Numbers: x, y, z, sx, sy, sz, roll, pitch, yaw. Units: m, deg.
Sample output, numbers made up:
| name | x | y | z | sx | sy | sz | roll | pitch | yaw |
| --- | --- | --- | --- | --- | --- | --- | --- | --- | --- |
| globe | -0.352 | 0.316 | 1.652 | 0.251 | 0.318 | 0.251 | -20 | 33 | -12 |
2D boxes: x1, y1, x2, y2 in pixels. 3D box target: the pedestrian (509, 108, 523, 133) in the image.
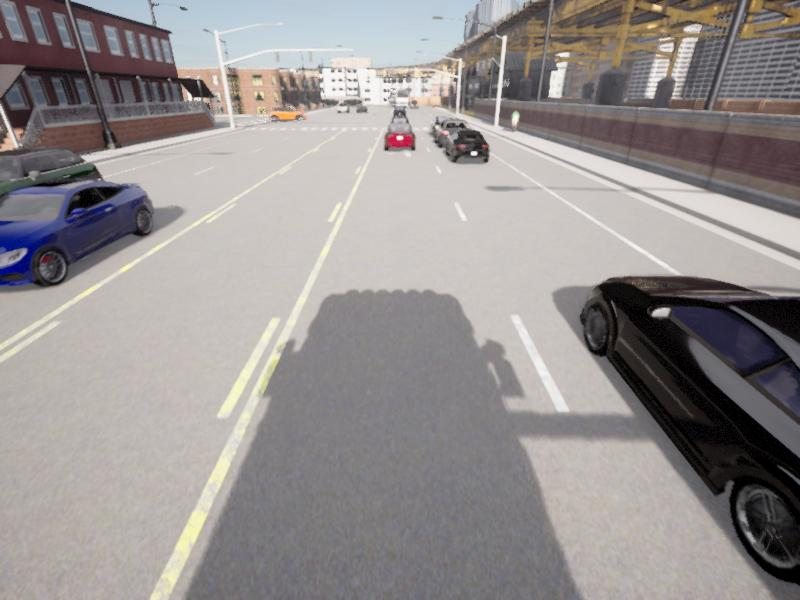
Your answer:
| name | x | y | z | sx | sy | sz | roll | pitch | yaw |
| --- | --- | --- | --- | --- | --- | --- | --- | --- | --- |
| pedestrian | 9.612 | -14.922 | 33.293 | 0.751 | 1.860 | 0.751 | 0 | 27 | 0 |

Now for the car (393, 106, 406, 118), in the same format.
| name | x | y | z | sx | sy | sz | roll | pitch | yaw |
| --- | --- | --- | --- | --- | --- | --- | --- | --- | --- |
| car | -0.027 | -28.057 | 59.663 | 1.882 | 1.535 | 5.008 | 0 | 27 | 0 |

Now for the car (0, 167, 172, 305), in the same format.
| name | x | y | z | sx | sy | sz | roll | pitch | yaw |
| --- | --- | --- | --- | --- | --- | --- | --- | --- | --- |
| car | -6.989 | -1.623 | 8.238 | 1.812 | 1.442 | 4.674 | 0 | 27 | 0 |

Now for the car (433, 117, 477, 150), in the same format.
| name | x | y | z | sx | sy | sz | roll | pitch | yaw |
| --- | --- | --- | --- | --- | --- | --- | --- | --- | --- |
| car | 3.494 | -11.115 | 26.476 | 2.242 | 1.667 | 4.611 | 0 | 27 | 0 |

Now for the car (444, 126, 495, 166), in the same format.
| name | x | y | z | sx | sy | sz | roll | pitch | yaw |
| --- | --- | --- | --- | --- | --- | --- | --- | --- | --- |
| car | 3.493 | -8.119 | 20.884 | 1.812 | 1.442 | 4.674 | 0 | 27 | 0 |

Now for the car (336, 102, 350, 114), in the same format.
| name | x | y | z | sx | sy | sz | roll | pitch | yaw |
| --- | --- | --- | --- | --- | --- | --- | --- | --- | --- |
| car | -10.536 | -35.944 | 74.692 | 1.932 | 1.855 | 4.605 | 0 | 27 | 0 |

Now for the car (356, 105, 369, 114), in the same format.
| name | x | y | z | sx | sy | sz | roll | pitch | yaw |
| --- | --- | --- | --- | --- | --- | --- | --- | --- | --- |
| car | -7.035 | -35.641 | 74.625 | 1.994 | 1.385 | 4.181 | 0 | 27 | 0 |

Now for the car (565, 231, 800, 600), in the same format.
| name | x | y | z | sx | sy | sz | roll | pitch | yaw |
| --- | --- | --- | --- | --- | --- | --- | --- | --- | --- |
| car | 3.504 | 0.637 | 3.893 | 1.994 | 1.385 | 4.181 | 0 | 27 | 0 |

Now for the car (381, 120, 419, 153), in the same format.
| name | x | y | z | sx | sy | sz | roll | pitch | yaw |
| --- | --- | --- | --- | --- | --- | --- | --- | --- | --- |
| car | -0.008 | -10.419 | 25.335 | 2.163 | 1.488 | 4.792 | 0 | 27 | 0 |

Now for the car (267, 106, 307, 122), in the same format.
| name | x | y | z | sx | sy | sz | roll | pitch | yaw |
| --- | --- | --- | --- | --- | --- | --- | --- | --- | --- |
| car | -14.188 | -23.508 | 50.539 | 4.553 | 1.767 | 2.097 | -6 | 28 | -11 |

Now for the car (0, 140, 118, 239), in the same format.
| name | x | y | z | sx | sy | sz | roll | pitch | yaw |
| --- | --- | --- | --- | --- | --- | --- | --- | --- | --- |
| car | -10.500 | -3.212 | 10.962 | 2.097 | 1.767 | 4.553 | 0 | 27 | 0 |

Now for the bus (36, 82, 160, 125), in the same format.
| name | x | y | z | sx | sy | sz | roll | pitch | yaw |
| --- | --- | --- | --- | --- | --- | --- | --- | --- | --- |
| bus | -34.423 | -22.617 | 46.157 | 10.273 | 4.253 | 3.944 | 0 | 27 | 0 |

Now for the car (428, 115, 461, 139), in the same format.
| name | x | y | z | sx | sy | sz | roll | pitch | yaw |
| --- | --- | --- | --- | --- | --- | --- | --- | --- | --- |
| car | 3.488 | -14.144 | 32.559 | 2.128 | 1.511 | 4.902 | 0 | 27 | 0 |

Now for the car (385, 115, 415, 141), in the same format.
| name | x | y | z | sx | sy | sz | roll | pitch | yaw |
| --- | --- | --- | --- | --- | --- | --- | --- | --- | --- |
| car | -0.012 | -13.563 | 31.432 | 2.128 | 1.511 | 4.902 | 0 | 27 | 0 |
